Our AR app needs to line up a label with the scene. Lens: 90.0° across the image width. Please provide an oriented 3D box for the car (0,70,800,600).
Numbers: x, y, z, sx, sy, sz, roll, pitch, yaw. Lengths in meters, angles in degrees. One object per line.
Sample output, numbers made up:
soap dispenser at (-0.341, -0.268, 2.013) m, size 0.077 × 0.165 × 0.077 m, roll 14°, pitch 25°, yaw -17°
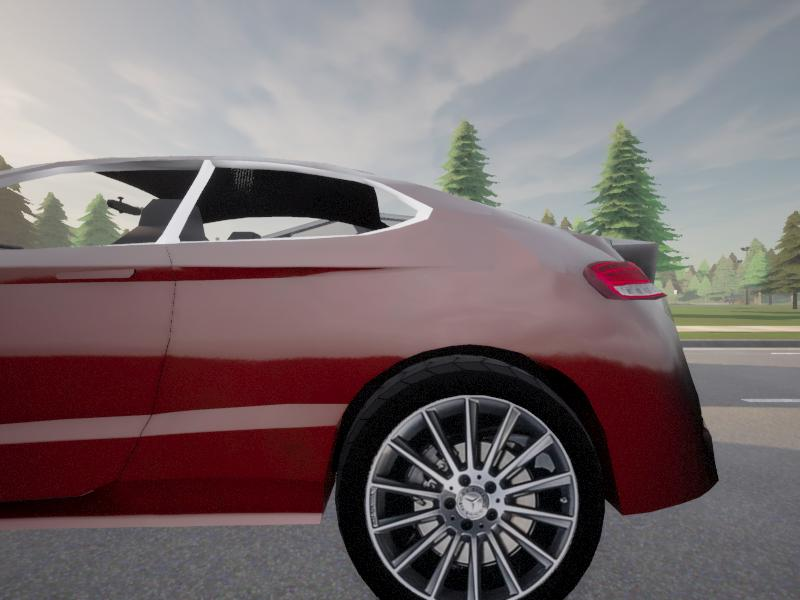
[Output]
car at (-1.307, 0.179, 2.200) m, size 5.027 × 1.651 × 2.152 m, roll 0°, pitch 0°, yaw 0°

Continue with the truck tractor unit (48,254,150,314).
truck tractor unit at (-23.244, -1.135, 31.446) m, size 3.053 × 4.208 × 6.516 m, roll 0°, pitch 0°, yaw 1°

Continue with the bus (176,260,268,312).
bus at (-16.049, -1.149, 37.401) m, size 3.944 × 4.253 × 10.273 m, roll 0°, pitch 0°, yaw 1°

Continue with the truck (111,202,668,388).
truck at (-0.117, -0.058, 5.701) m, size 6.274 × 2.098 × 2.390 m, roll 0°, pitch 0°, yaw 0°

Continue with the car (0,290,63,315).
car at (-26.789, 0.154, 28.104) m, size 2.033 × 1.649 × 4.856 m, roll 0°, pitch 0°, yaw 1°

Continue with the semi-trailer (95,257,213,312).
semi-trailer at (-23.131, -1.239, 39.363) m, size 2.717 × 4.402 × 14.254 m, roll 0°, pitch 0°, yaw 1°

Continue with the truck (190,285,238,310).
truck at (-19.609, -0.261, 42.427) m, size 2.627 × 2.467 × 5.204 m, roll 0°, pitch 0°, yaw 1°
